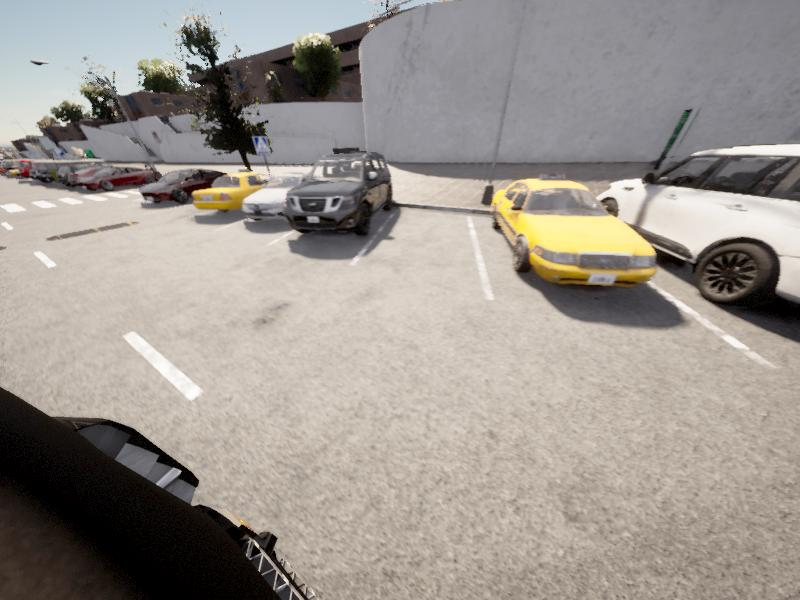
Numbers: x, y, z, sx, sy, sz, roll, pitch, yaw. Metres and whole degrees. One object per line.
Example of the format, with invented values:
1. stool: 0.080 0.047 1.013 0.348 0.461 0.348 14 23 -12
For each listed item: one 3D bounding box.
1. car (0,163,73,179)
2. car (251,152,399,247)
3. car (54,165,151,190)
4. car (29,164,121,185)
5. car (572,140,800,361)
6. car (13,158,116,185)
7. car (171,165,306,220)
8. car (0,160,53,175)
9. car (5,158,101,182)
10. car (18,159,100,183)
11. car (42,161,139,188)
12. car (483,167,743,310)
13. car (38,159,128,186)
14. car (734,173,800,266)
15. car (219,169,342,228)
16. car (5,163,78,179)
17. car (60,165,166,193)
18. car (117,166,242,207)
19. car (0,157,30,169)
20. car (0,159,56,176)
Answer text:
1. car: -50.937 -18.268 32.491 1.946 1.575 5.366 5 34 9
2. car: -1.747 -3.845 8.008 2.435 2.045 5.566 5 34 9
3. car: -25.111 -10.585 19.838 2.002 1.452 4.674 4 34 9
4. car: -32.849 -12.929 23.669 2.231 1.521 4.892 4 33 9
5. car: 6.042 -1.600 4.142 2.435 2.045 5.566 4 33 9
6. car: -35.431 -13.898 24.796 2.435 2.045 5.566 5 34 9
7. car: -6.910 -5.296 10.916 1.946 1.575 5.366 4 33 9
8. car: -61.247 -21.637 37.631 2.185 1.767 4.553 5 34 9
9. car: -40.590 -15.472 27.415 2.435 2.045 5.566 4 34 9
10. car: -38.026 -14.599 26.022 1.878 1.987 4.442 5 34 9
11. car: -27.697 -11.480 21.009 2.185 1.767 4.553 4 34 9
12. car: 3.420 -2.033 5.409 1.946 1.575 5.366 4 33 9
13. car: -30.255 -12.414 22.361 1.878 1.987 4.442 4 34 9
14. car: 8.643 -0.615 2.986 2.163 1.488 4.792 4 33 10
15. car: -4.335 -4.391 9.492 2.002 1.452 4.674 5 34 9
16. car: -48.332 -17.540 31.362 2.163 1.488 4.792 5 34 9
17. car: -22.511 -9.804 18.517 2.163 1.488 4.792 5 34 9
18. car: -12.130 -6.702 13.345 2.163 1.488 4.792 5 34 9
19. car: -84.461 -29.002 48.977 2.435 2.045 5.566 5 34 9
20. car: -58.670 -20.869 36.236 1.878 1.987 4.442 5 34 9
